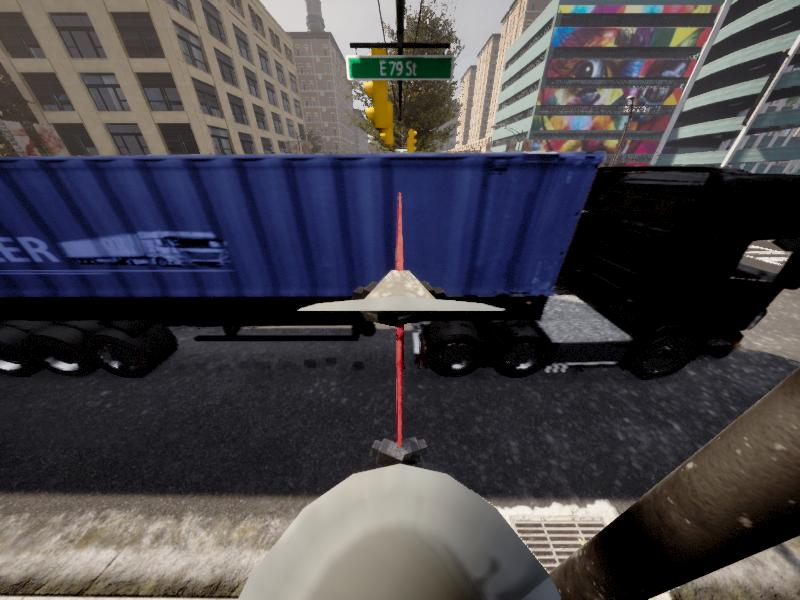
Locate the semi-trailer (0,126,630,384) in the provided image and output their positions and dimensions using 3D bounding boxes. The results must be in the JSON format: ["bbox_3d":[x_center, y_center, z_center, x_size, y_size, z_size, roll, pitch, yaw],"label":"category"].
[{"bbox_3d":[-4.432,-0.827,5.015,14.254,4.402,2.717,0,30,0],"label":"semi-trailer"}]

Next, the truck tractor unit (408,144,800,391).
[{"bbox_3d":[3.484,-0.722,5.021,6.516,4.208,3.053,0,30,0],"label":"truck tractor unit"}]

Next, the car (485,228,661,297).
[{"bbox_3d":[5.982,-1.451,8.626,4.605,1.855,1.932,2,30,0],"label":"car"}]
